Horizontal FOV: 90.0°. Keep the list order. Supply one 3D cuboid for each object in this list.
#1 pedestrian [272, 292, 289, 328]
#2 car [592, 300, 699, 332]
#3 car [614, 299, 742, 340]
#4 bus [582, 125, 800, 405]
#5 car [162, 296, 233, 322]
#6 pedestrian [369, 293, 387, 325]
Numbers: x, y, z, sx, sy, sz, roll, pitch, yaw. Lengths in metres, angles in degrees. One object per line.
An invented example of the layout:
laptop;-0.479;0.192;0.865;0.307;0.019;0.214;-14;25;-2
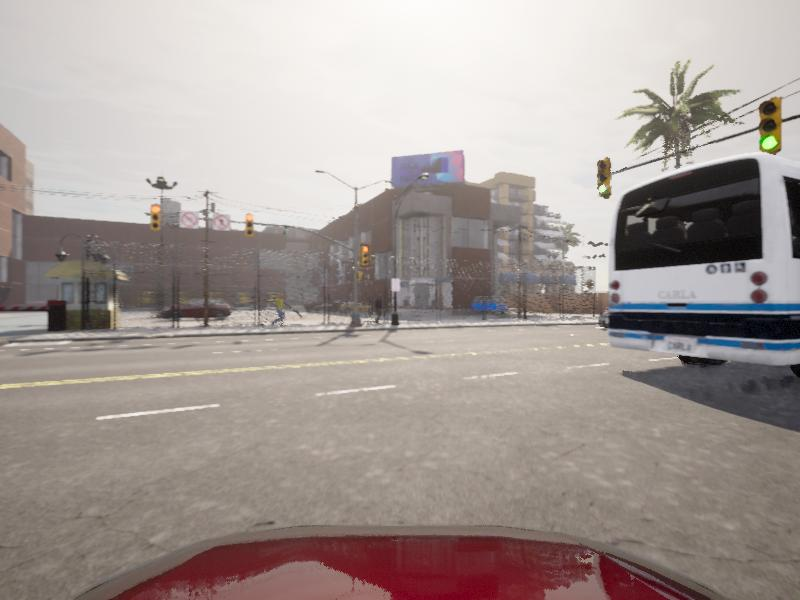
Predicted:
pedestrian;-6.284;0.514;21.013;0.751;1.860;0.751;0;0;-28
car;13.289;0.819;21.772;4.856;1.649;2.033;0;0;-11
car;12.418;0.791;18.009;4.611;1.667;2.242;0;0;-14
bus;9.929;-0.512;9.912;10.273;4.253;3.944;0;0;-23
car;-15.107;0.636;30.030;4.553;1.767;2.185;0;0;-26
pedestrian;-1.291;0.521;23.434;0.751;1.860;0.751;0;0;-28
